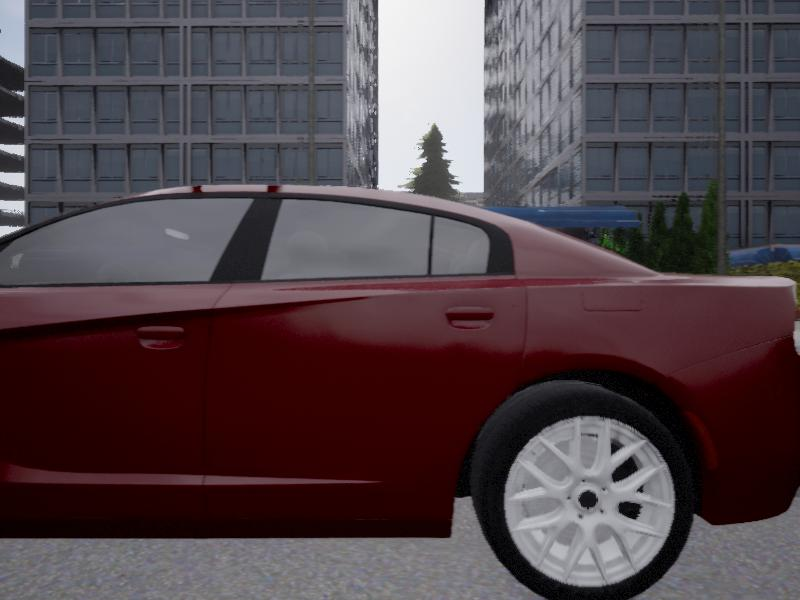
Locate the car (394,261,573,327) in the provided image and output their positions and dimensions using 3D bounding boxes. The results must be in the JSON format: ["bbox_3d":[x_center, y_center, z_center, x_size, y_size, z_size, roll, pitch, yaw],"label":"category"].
[{"bbox_3d":[3.062,-0.197,15.322,6.274,2.098,2.390,0,0,31],"label":"car"}]

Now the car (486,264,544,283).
[{"bbox_3d":[4.232,-0.945,14.633,1.642,0.535,1.750,0,0,31],"label":"car"}]

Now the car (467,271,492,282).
[{"bbox_3d":[3.217,-0.950,16.257,1.022,0.378,0.154,0,0,31],"label":"car"}]

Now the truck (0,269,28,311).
[{"bbox_3d":[-38.432,-0.933,35.496,2.891,3.827,8.468,0,0,0],"label":"truck"}]

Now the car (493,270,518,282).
[{"bbox_3d":[4.141,-0.938,15.690,0.945,0.468,0.156,0,0,31],"label":"car"}]

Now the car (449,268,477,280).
[{"bbox_3d":[2.320,-0.950,14.734,1.022,0.378,0.154,0,0,31],"label":"car"}]

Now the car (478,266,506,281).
[{"bbox_3d":[3.263,-0.939,14.201,0.945,0.468,0.156,0,0,31],"label":"car"}]

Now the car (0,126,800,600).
[{"bbox_3d":[-0.824,0.222,2.203,5.008,1.535,1.882,0,0,0],"label":"car"}]
